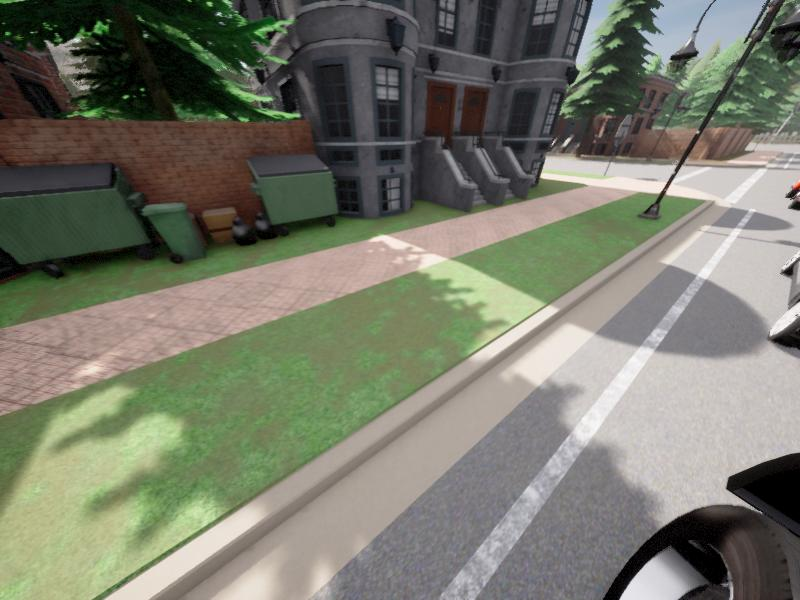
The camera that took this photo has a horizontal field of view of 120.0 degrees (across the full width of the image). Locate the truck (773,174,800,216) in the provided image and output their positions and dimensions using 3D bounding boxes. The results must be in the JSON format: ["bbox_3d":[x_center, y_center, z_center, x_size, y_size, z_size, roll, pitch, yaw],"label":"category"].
[{"bbox_3d":[15.569,-4.230,7.450,5.204,2.467,2.627,-22,41,-27],"label":"truck"}]

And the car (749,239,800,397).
[{"bbox_3d":[6.654,-0.242,2.697,5.238,1.638,1.930,-22,41,-27],"label":"car"}]
